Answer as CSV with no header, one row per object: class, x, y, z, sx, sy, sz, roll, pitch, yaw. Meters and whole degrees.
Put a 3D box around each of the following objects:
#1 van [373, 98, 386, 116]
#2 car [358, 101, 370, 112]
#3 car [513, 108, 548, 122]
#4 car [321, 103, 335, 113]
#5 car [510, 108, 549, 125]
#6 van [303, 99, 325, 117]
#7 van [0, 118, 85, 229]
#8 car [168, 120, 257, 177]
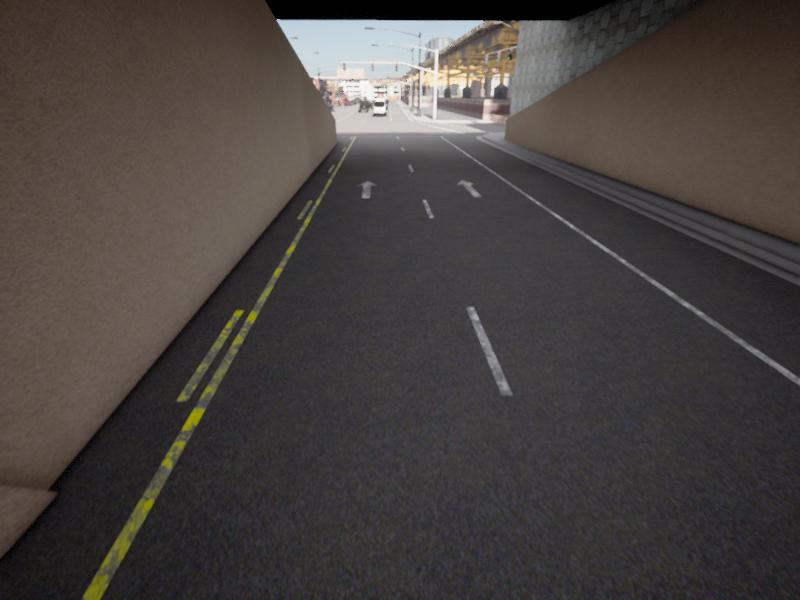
van,-3.233,-31.306,64.830,1.988,2.561,5.915,-1,27,-1
car,-7.044,-37.833,78.260,1.905,1.878,3.866,-1,27,-1
car,14.911,-21.185,45.761,1.853,1.218,4.536,23,35,37
car,-14.045,-37.579,78.219,1.837,1.490,4.892,-1,27,-1
car,14.876,-21.027,45.799,2.038,1.542,4.974,23,35,37
van,-13.772,-31.082,64.542,2.351,2.431,6.366,-1,27,-1
van,-11.350,-2.916,9.675,2.351,2.431,6.366,-1,27,-2
car,-8.278,-7.016,18.248,1.932,1.855,4.605,-1,28,-2
